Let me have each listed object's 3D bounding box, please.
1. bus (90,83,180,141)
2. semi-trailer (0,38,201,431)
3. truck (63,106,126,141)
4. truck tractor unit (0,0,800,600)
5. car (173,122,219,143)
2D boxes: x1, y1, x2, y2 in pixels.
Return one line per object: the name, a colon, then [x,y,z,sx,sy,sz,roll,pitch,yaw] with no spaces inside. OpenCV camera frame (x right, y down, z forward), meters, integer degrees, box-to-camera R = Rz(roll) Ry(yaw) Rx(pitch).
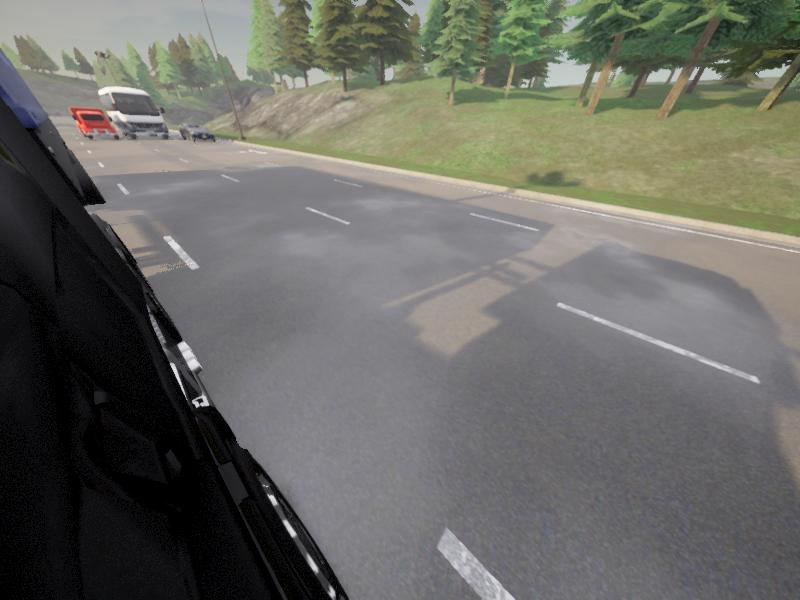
bus: [-29.509,-20.659,25.686,10.273,4.253,3.944,29,44,30]
semi-trailer: [-8.669,-3.632,4.245,14.254,4.402,2.717,29,44,30]
truck: [-30.318,-17.504,22.921,5.204,2.467,2.627,29,44,30]
truck tractor unit: [-2.645,-0.295,0.351,6.516,4.208,3.053,28,44,30]
car: [-22.354,-18.350,25.270,5.027,1.651,2.152,29,44,30]
